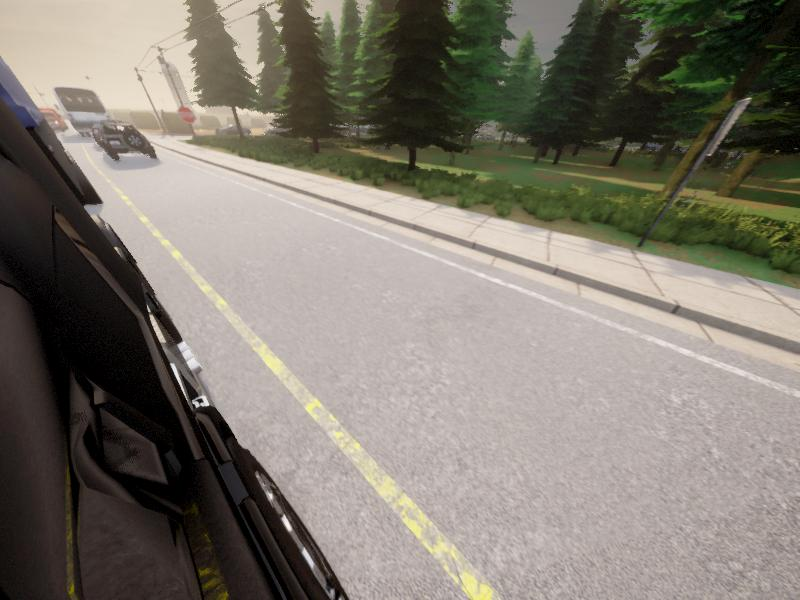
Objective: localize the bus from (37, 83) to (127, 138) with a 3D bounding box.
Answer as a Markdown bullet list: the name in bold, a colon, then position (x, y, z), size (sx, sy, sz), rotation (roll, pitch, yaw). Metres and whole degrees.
- **bus**: position (-36.447, -21.578, 26.671), size (10.273, 4.253, 3.944), rotation (30, 45, 31)

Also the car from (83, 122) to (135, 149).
- **car**: position (-23.684, -13.434, 18.830), size (4.514, 1.525, 2.007), rotation (31, 45, 33)

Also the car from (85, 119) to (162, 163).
- **car**: position (-16.529, -9.547, 13.781), size (4.605, 1.855, 1.932), rotation (28, 44, 31)

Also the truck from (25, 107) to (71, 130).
- **truck**: position (-51.187, -26.429, 33.742), size (5.204, 2.467, 2.627), rotation (29, 44, 31)

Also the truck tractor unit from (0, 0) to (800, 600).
- **truck tractor unit**: position (-2.645, -0.295, 0.351), size (6.516, 4.208, 3.053), rotation (28, 44, 30)

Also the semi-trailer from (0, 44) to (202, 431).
- **semi-trailer**: position (-8.708, -3.593, 4.226), size (14.254, 4.402, 2.717), rotation (28, 44, 30)

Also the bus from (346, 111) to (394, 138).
- **bus**: position (-6.054, -37.372, 49.420), size (3.944, 4.253, 10.273), rotation (27, 43, 29)

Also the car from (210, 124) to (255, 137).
- **car**: position (-25.328, -25.702, 35.101), size (2.128, 1.511, 4.902), rotation (27, 43, 29)
